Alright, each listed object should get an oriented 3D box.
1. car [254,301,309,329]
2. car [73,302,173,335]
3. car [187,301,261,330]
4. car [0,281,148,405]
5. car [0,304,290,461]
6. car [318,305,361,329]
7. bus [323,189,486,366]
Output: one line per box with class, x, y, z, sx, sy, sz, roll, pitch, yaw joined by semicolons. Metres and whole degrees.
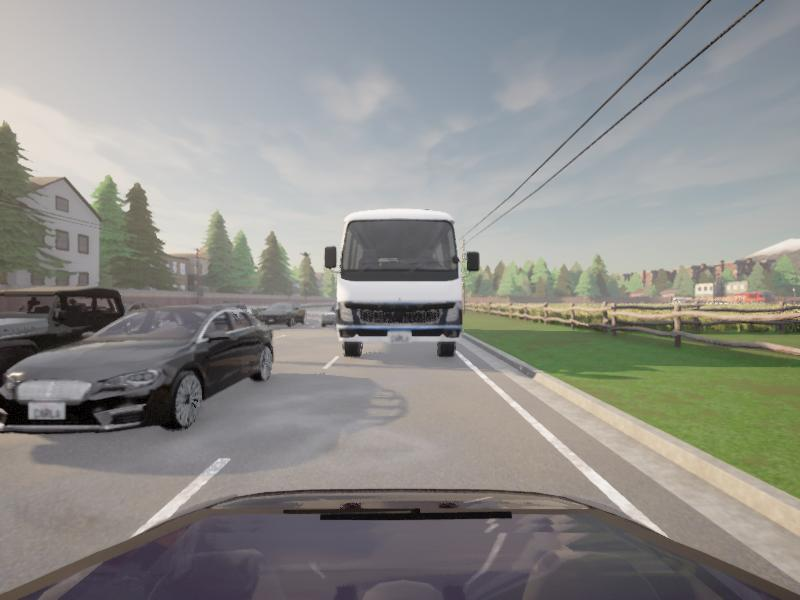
car;-7.041;0.843;24.355;1.882;1.535;5.008;0;0;0
car;-14.016;0.846;20.640;2.007;1.525;4.514;0;0;0
car;-10.264;0.844;23.848;2.038;1.542;4.974;0;0;3
car;-7.008;0.654;7.690;1.905;1.878;3.866;0;0;0
car;-3.506;0.842;6.419;2.128;1.511;4.902;0;0;0
car;-3.520;0.964;24.240;1.895;1.301;4.718;0;0;0
bus;0.109;-0.519;14.787;3.944;4.253;10.273;0;0;0
